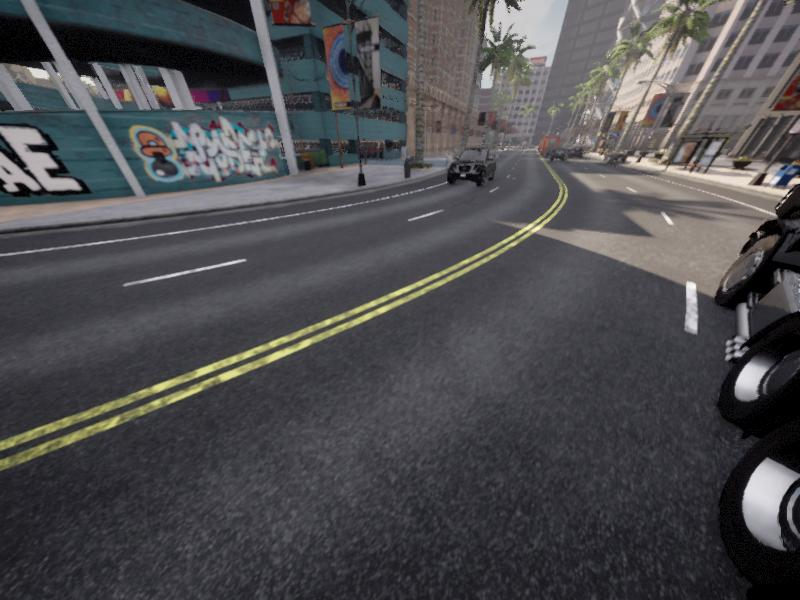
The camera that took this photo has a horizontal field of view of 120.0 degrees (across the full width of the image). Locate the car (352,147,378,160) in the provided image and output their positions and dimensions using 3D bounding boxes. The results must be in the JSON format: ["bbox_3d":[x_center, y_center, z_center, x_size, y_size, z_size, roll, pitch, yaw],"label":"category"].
[{"bbox_3d":[-5.653,-23.998,37.745,2.007,1.523,4.514,15,37,20],"label":"car"}]

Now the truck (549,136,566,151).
[{"bbox_3d":[51.666,-51.573,76.114,2.891,3.827,8.468,15,37,21],"label":"truck"}]

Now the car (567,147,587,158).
[{"bbox_3d":[31.176,-26.128,40.875,1.851,1.617,3.988,15,37,20],"label":"car"}]

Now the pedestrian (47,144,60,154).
[{"bbox_3d":[-78.395,-34.207,52.242,0.751,1.860,0.751,19,39,25],"label":"pedestrian"}]

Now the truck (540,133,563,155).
[{"bbox_3d":[34.568,-35.864,53.151,2.891,3.827,8.468,15,37,20],"label":"truck"}]

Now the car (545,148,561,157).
[{"bbox_3d":[29.288,-28.428,44.454,1.994,1.385,4.181,15,37,20],"label":"car"}]

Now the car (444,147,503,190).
[{"bbox_3d":[5.018,-8.919,15.332,2.150,2.045,5.566,17,38,24],"label":"car"}]

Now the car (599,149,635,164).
[{"bbox_3d":[29.145,-19.488,31.227,2.231,1.521,4.892,15,37,20],"label":"car"}]

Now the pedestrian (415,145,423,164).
[{"bbox_3d":[2.303,-17.373,27.552,0.751,1.860,0.751,7,35,11],"label":"pedestrian"}]

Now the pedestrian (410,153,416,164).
[{"bbox_3d":[1.522,-16.813,27.407,0.500,1.100,0.500,12,36,17],"label":"pedestrian"}]

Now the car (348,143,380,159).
[{"bbox_3d":[-5.677,-24.292,37.480,2.435,2.045,5.566,15,37,20],"label":"car"}]

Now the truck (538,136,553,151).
[{"bbox_3d":[48.493,-52.405,77.334,2.891,3.827,8.468,15,37,21],"label":"truck"}]

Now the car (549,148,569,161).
[{"bbox_3d":[24.084,-22.179,35.145,1.789,1.549,3.705,15,37,20],"label":"car"}]

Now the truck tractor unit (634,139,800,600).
[{"bbox_3d":[4.883,-0.479,1.051,6.516,4.208,3.053,-27,43,-33],"label":"truck tractor unit"}]
